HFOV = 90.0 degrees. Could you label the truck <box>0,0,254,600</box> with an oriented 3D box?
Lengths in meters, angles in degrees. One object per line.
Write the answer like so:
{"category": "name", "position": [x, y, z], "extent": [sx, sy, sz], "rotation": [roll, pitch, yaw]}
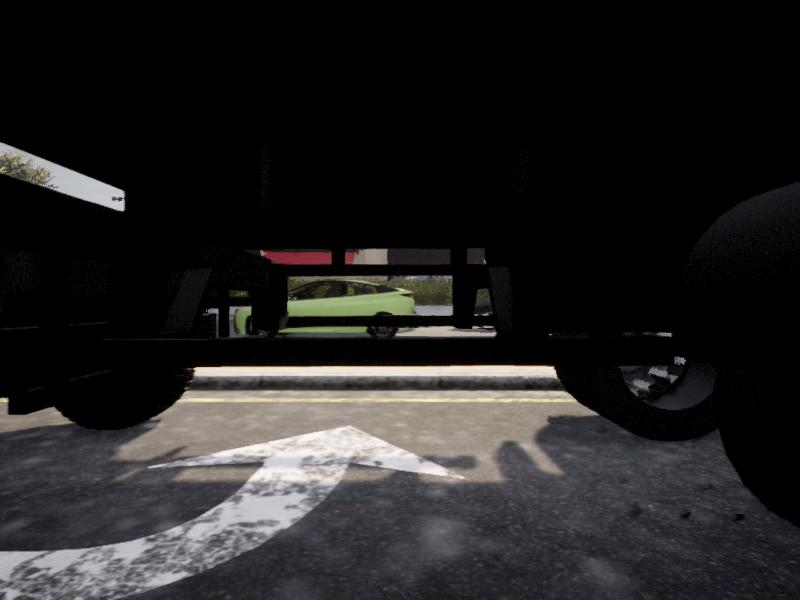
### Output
{"category": "truck", "position": [-4.386, -0.039, 2.203], "extent": [6.274, 2.098, 2.390], "rotation": [-1, 0, 0]}

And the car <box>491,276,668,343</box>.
{"category": "car", "position": [4.383, 0.215, 10.197], "extent": [3.705, 1.549, 1.789], "rotation": [0, 0, 0]}

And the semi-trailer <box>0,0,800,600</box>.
{"category": "semi-trailer", "position": [5.720, -1.217, 2.221], "extent": [14.254, 4.402, 2.717], "rotation": [0, 0, 0]}

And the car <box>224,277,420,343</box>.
{"category": "car", "position": [-1.801, 0.229, 10.202], "extent": [4.514, 1.525, 2.007], "rotation": [0, 0, 0]}

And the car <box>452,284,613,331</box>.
{"category": "car", "position": [4.352, 0.245, 13.697], "extent": [4.892, 1.490, 1.837], "rotation": [0, 0, 0]}
